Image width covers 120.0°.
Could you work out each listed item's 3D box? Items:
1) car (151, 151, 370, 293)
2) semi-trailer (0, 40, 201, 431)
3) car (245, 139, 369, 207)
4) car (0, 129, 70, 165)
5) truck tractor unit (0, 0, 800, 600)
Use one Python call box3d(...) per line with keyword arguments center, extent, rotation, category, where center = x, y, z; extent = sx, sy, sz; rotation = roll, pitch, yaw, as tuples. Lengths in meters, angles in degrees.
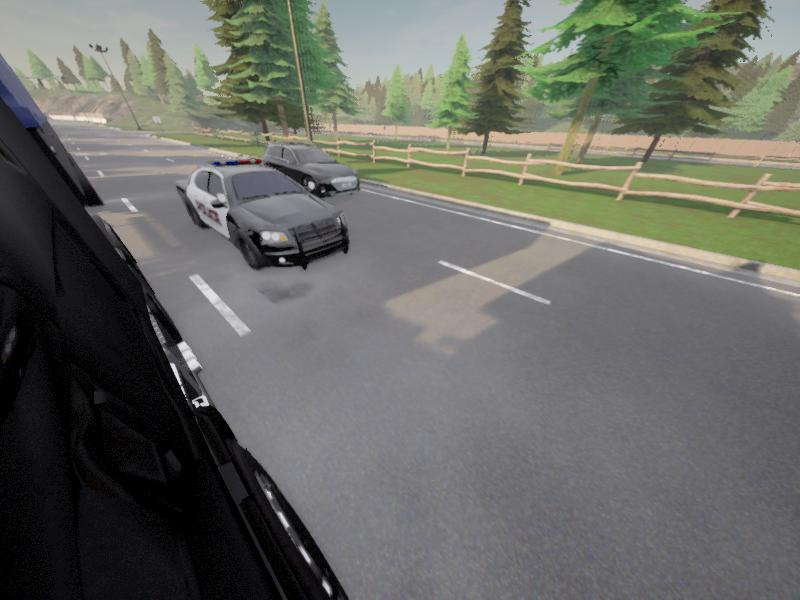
box3d(center=(-3.183, -2.185, 5.154), extent=(4.974, 1.542, 2.038), rotation=(28, 43, 30), category="car")
box3d(center=(-8.704, -3.576, 4.258), extent=(14.254, 4.402, 2.717), rotation=(28, 43, 30), category="semi-trailer")
box3d(center=(-3.715, -5.218, 9.147), extent=(4.856, 1.649, 2.033), rotation=(28, 43, 30), category="car")
box3d(center=(-21.018, -8.816, 13.165), extent=(4.181, 1.385, 1.994), rotation=(28, 43, 30), category="car")
box3d(center=(-2.645, -0.295, 0.351), extent=(6.516, 4.208, 3.053), rotation=(28, 44, 30), category="truck tractor unit")
